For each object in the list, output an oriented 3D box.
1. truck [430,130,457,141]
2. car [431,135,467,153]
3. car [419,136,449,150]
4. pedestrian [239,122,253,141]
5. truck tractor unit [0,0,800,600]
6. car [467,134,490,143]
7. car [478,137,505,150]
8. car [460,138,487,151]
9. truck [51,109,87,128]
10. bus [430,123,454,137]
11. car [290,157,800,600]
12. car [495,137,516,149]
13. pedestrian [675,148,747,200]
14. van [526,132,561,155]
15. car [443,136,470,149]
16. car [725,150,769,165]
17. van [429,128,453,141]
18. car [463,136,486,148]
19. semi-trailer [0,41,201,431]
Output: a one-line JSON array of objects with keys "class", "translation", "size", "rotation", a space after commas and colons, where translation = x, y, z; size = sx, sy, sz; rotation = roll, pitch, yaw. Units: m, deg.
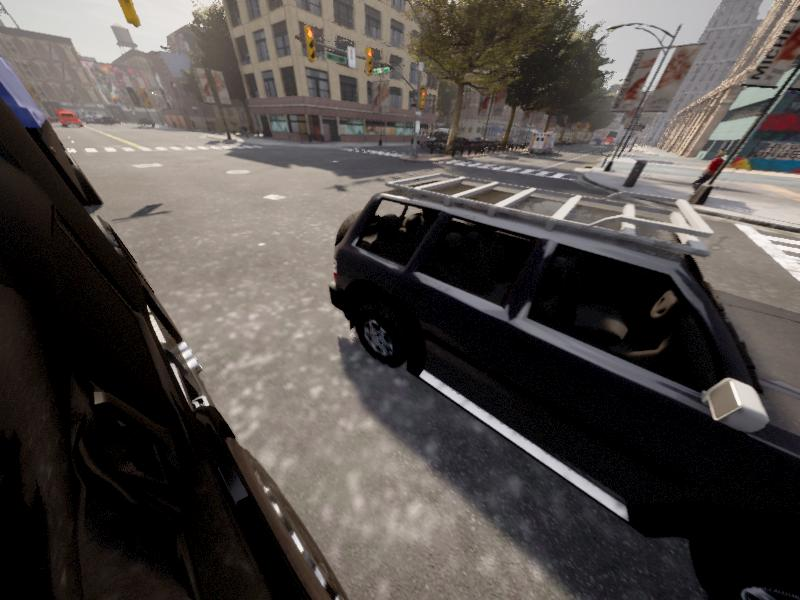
[{"class": "truck", "translation": [11.316, -43.091, 60.548], "size": [6.274, 2.098, 2.390], "rotation": [27, 43, 29]}, {"class": "car", "translation": [6.259, -19.870, 29.378], "size": [2.242, 1.667, 4.611], "rotation": [28, 43, 30]}, {"class": "car", "translation": [4.795, -22.005, 32.341], "size": [1.812, 1.442, 4.674], "rotation": [28, 43, 30]}, {"class": "pedestrian", "translation": [-19.402, -21.204, 29.043], "size": [0.751, 1.860, 0.751], "rotation": [-29, 47, -36]}, {"class": "truck tractor unit", "translation": [-2.645, -0.295, 0.351], "size": [6.516, 4.208, 3.053], "rotation": [28, 44, 30]}, {"class": "car", "translation": [20.107, -41.444, 59.342], "size": [5.366, 1.575, 1.801], "rotation": [16, 39, 17]}, {"class": "car", "translation": [15.144, -25.913, 38.210], "size": [2.128, 1.511, 4.902], "rotation": [28, 43, 30]}, {"class": "car", "translation": [10.880, -22.930, 34.044], "size": [1.994, 1.385, 4.181], "rotation": [28, 43, 30]}, {"class": "truck", "translation": [-59.145, -32.403, 41.280], "size": [5.204, 2.467, 2.627], "rotation": [28, 43, 30]}, {"class": "bus", "translation": [16.487, -66.786, 90.910], "size": [3.944, 4.253, 10.273], "rotation": [28, 43, 30]}, {"class": "car", "translation": [1.388, 0.094, 2.060], "size": [4.605, 1.855, 1.932], "rotation": [28, 43, 29]}, {"class": "car", "translation": [19.389, -28.866, 42.375], "size": [1.851, 1.617, 3.988], "rotation": [28, 43, 30]}, {"class": "pedestrian", "translation": [13.358, -5.448, 10.009], "size": [0.751, 1.860, 0.751], "rotation": [1, 37, -2]}, {"class": "van", "translation": [21.019, -22.833, 33.687], "size": [2.351, 2.431, 6.366], "rotation": [28, 43, 30]}, {"class": "car", "translation": [9.013, -24.975, 36.538], "size": [2.007, 1.525, 4.514], "rotation": [28, 43, 30]}, {"class": "car", "translation": [48.487, -20.106, 32.449], "size": [2.161, 1.482, 4.786], "rotation": [28, 43, 30]}, {"class": "van", "translation": [11.341, -45.991, 64.077], "size": [5.915, 2.561, 1.988], "rotation": [27, 43, 29]}, {"class": "car", "translation": [13.172, -27.846, 40.693], "size": [1.837, 1.490, 4.892], "rotation": [27, 43, 29]}, {"class": "semi-trailer", "translation": [-8.699, -3.598, 4.236], "size": [14.254, 4.402, 2.717], "rotation": [28, 43, 30]}]
